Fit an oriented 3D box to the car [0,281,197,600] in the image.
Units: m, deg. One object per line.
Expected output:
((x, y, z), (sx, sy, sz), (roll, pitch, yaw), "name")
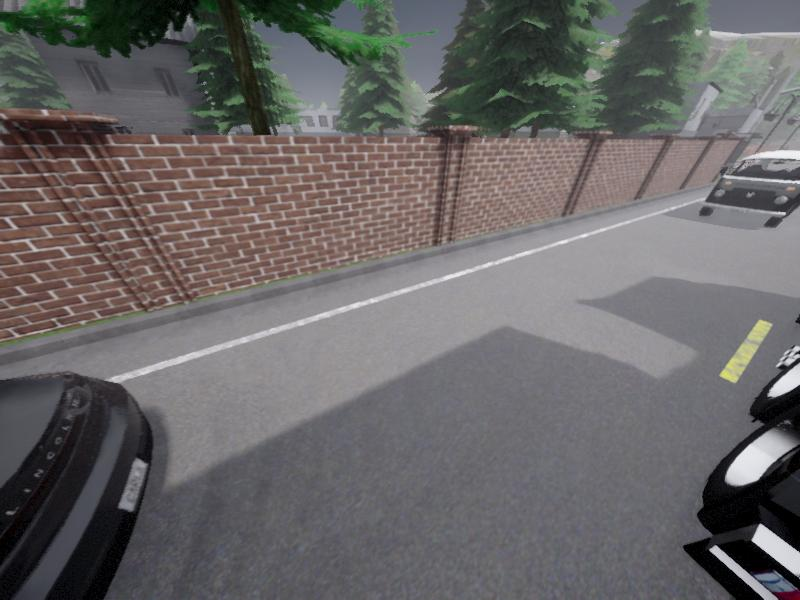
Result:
((-3.782, 1.625, 0.324), (4.892, 1.490, 1.837), (-18, 39, -24), "car")

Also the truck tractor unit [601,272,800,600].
((5.122, -0.291, 0.758), (6.516, 4.208, 3.053), (-18, 39, -23), "truck tractor unit")

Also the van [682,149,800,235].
((12.624, -3.907, 7.934), (4.480, 2.038, 2.069), (-18, 39, -24), "van")
